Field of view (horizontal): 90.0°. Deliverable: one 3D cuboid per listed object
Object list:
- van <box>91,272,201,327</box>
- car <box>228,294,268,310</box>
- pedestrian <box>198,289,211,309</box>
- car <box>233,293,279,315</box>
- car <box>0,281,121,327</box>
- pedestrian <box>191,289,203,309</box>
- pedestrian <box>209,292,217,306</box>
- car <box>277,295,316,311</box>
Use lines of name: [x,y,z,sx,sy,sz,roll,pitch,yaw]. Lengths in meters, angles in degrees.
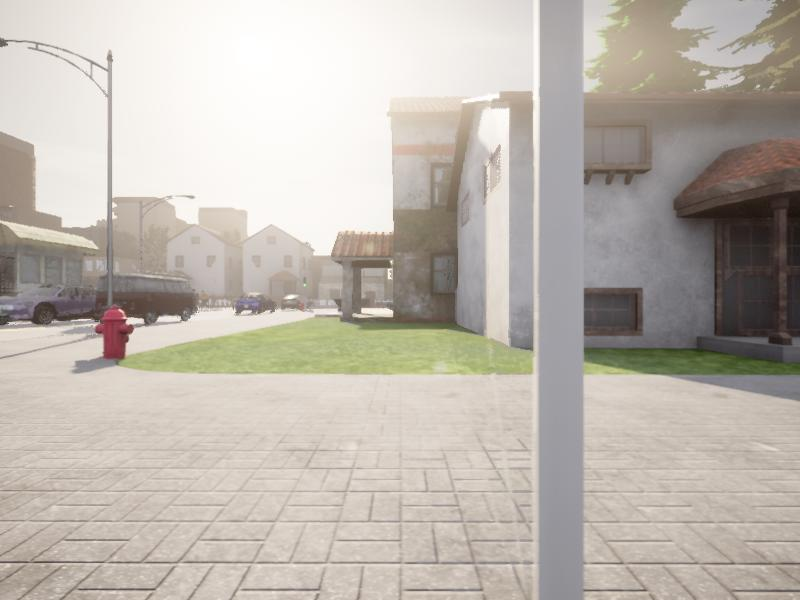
van: [-10.335,-0.014,16.741,1.775,1.987,4.442,0,0,0]
car: [-15.828,0.216,41.548,2.128,1.511,4.902,0,0,-44]
pedestrian: [-18.505,-0.090,37.829,0.751,1.860,0.751,0,0,21]
car: [-10.332,0.241,28.964,1.816,1.474,4.193,0,0,0]
car: [-14.345,0.161,16.656,2.033,1.649,4.856,0,0,0]
pedestrian: [-19.575,-0.091,38.565,0.751,1.860,0.751,0,0,38]
pedestrian: [-25.161,-0.099,53.881,0.751,1.860,0.751,0,0,2]
car: [-10.068,0.238,39.400,2.163,1.488,4.792,0,0,6]
